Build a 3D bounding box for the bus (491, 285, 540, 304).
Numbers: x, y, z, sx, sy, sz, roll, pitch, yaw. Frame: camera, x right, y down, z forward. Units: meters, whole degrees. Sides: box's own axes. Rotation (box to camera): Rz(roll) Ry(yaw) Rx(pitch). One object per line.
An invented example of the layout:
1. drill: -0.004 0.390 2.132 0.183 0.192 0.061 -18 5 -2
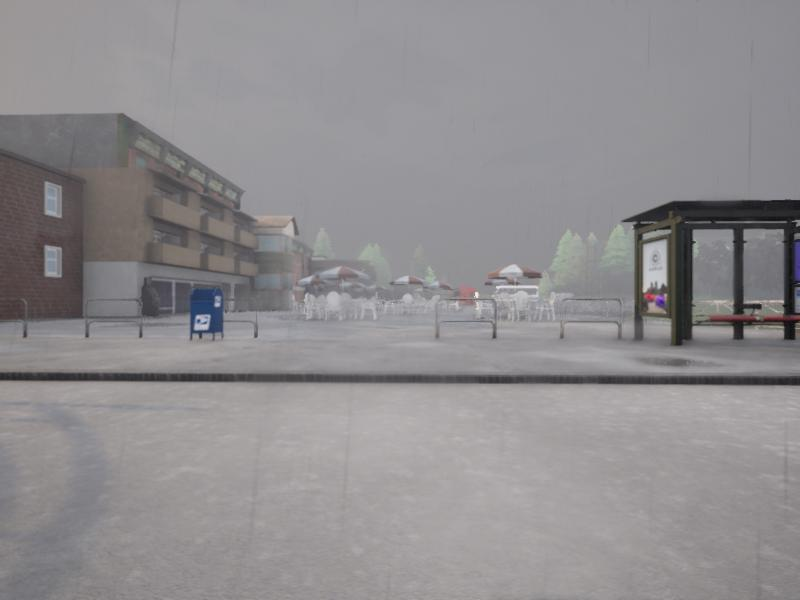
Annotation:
1. bus: 26.555 -1.150 92.219 10.273 4.253 3.944 0 0 2
